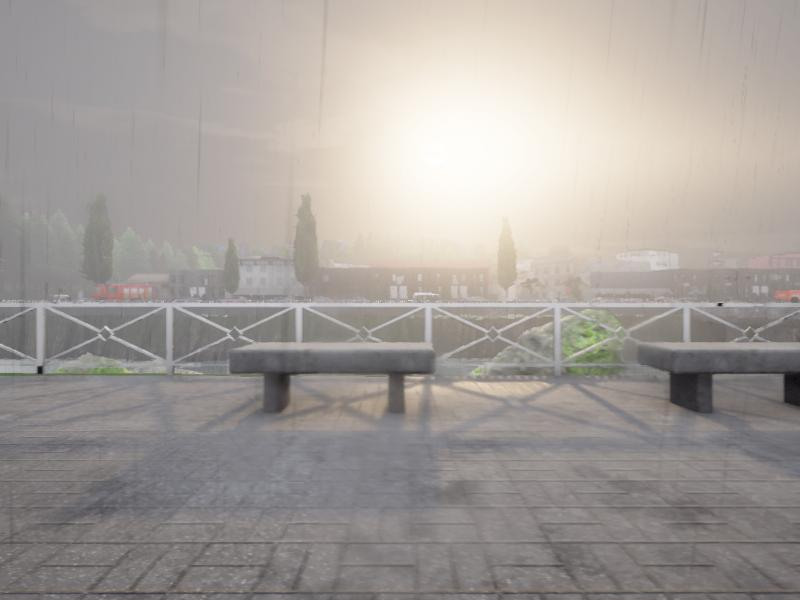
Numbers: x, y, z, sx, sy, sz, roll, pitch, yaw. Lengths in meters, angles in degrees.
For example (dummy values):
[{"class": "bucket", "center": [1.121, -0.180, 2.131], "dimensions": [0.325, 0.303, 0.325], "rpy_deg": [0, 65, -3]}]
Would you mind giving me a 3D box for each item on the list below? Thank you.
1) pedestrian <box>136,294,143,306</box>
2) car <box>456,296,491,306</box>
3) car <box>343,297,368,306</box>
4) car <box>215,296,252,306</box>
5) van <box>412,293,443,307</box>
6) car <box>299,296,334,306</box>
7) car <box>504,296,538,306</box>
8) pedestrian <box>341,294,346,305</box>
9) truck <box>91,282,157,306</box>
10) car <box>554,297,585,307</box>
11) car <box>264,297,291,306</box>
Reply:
[{"class": "pedestrian", "center": [-39.857, 0.020, 61.225], "dimensions": [0.751, 1.860, 0.751], "rpy_deg": [0, 0, 35]}, {"class": "car", "center": [11.775, 0.176, 64.365], "dimensions": [5.238, 1.638, 1.930], "rpy_deg": [0, 0, 0]}, {"class": "car", "center": [-7.175, 0.250, 64.352], "dimensions": [3.806, 1.475, 1.970], "rpy_deg": [0, 0, 0]}, {"class": "car", "center": [-26.789, 0.169, 64.327], "dimensions": [5.027, 1.651, 2.152], "rpy_deg": [0, 0, 0]}, {"class": "van", "center": [4.115, -0.027, 60.374], "dimensions": [4.480, 2.038, 2.069], "rpy_deg": [0, 0, 0]}, {"class": "car", "center": [-13.440, 0.165, 64.347], "dimensions": [5.238, 1.638, 1.930], "rpy_deg": [0, 0, 0]}, {"class": "car", "center": [19.448, 0.185, 64.387], "dimensions": [4.856, 1.649, 2.033], "rpy_deg": [0, 0, 0]}, {"class": "pedestrian", "center": [-10.152, -0.058, 71.379], "dimensions": [0.751, 1.860, 0.751], "rpy_deg": [0, 0, 0]}, {"class": "truck", "center": [-44.259, -0.951, 64.305], "dimensions": [8.468, 3.827, 2.891], "rpy_deg": [0, 0, 0]}, {"class": "car", "center": [25.575, 0.264, 60.401], "dimensions": [3.806, 1.475, 1.970], "rpy_deg": [0, 0, 0]}, {"class": "car", "center": [-19.641, 0.245, 64.333], "dimensions": [3.806, 1.475, 1.970], "rpy_deg": [0, 0, 0]}]
